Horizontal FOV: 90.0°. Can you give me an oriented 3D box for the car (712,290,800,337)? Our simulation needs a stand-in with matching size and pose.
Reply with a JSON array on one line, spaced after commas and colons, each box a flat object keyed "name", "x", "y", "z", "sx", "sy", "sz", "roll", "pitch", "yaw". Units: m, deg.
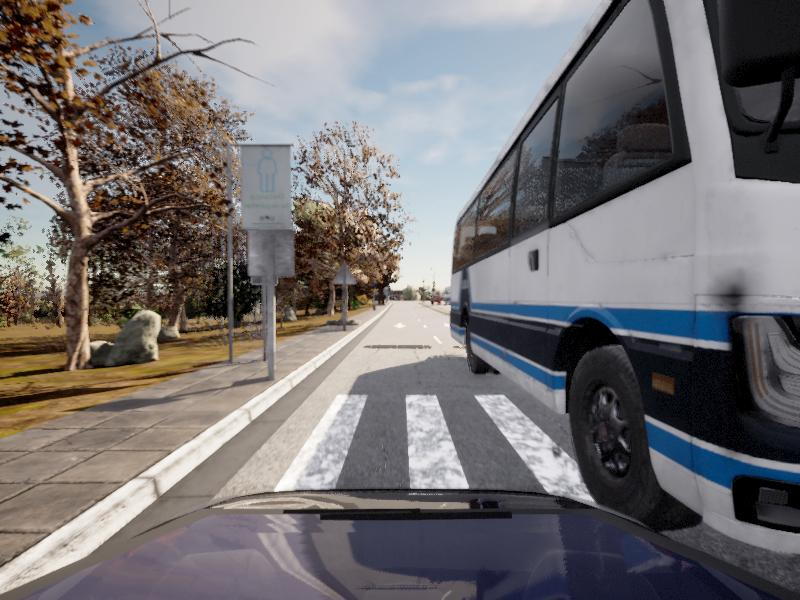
[{"name": "car", "x": 16.967, "y": 0.612, "z": 18.553, "sx": 4.442, "sy": 1.987, "sz": 1.878, "roll": 1, "pitch": 0, "yaw": -20}]

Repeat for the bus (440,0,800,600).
[{"name": "bus", "x": 3.125, "y": -0.535, "z": 6.390, "sx": 3.944, "sy": 4.253, "sz": 10.273, "roll": 0, "pitch": 0, "yaw": 0}]

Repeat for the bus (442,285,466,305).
[{"name": "bus", "x": 11.707, "y": -1.107, "z": 87.900, "sx": 3.944, "sy": 4.253, "sz": 10.273, "roll": 0, "pitch": 0, "yaw": 0}]
